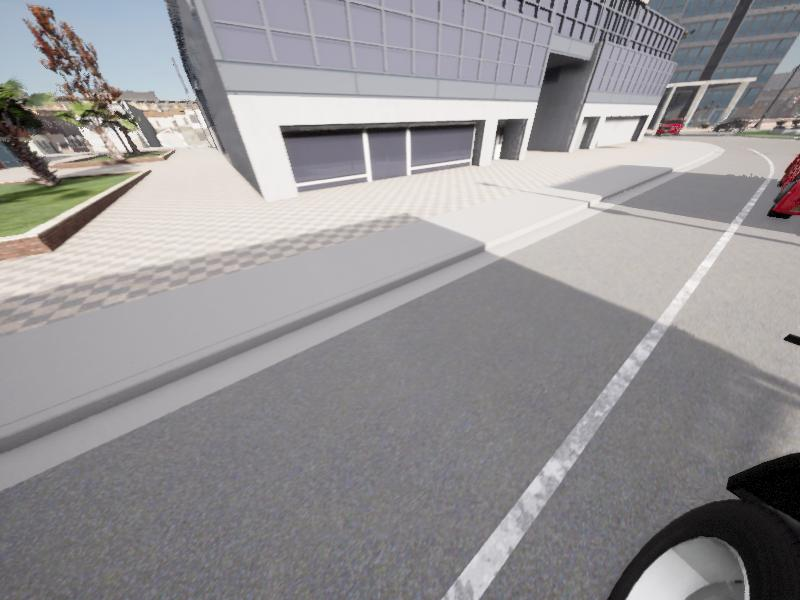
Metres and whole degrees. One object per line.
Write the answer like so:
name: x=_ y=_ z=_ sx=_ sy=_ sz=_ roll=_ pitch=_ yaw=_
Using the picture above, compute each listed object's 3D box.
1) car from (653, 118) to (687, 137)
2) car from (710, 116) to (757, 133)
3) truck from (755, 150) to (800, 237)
car: x=38.719 y=-24.716 z=33.118 sx=5.566 sy=2.045 sz=2.150 roll=-30 pitch=44 yaw=-32
car: x=50.508 y=-26.621 z=35.087 sx=3.866 sy=1.878 sz=1.905 roll=-8 pitch=36 yaw=-8
truck: x=12.654 y=-4.153 z=5.360 sx=8.468 sy=3.827 sz=2.891 roll=-25 pitch=42 yaw=-27
